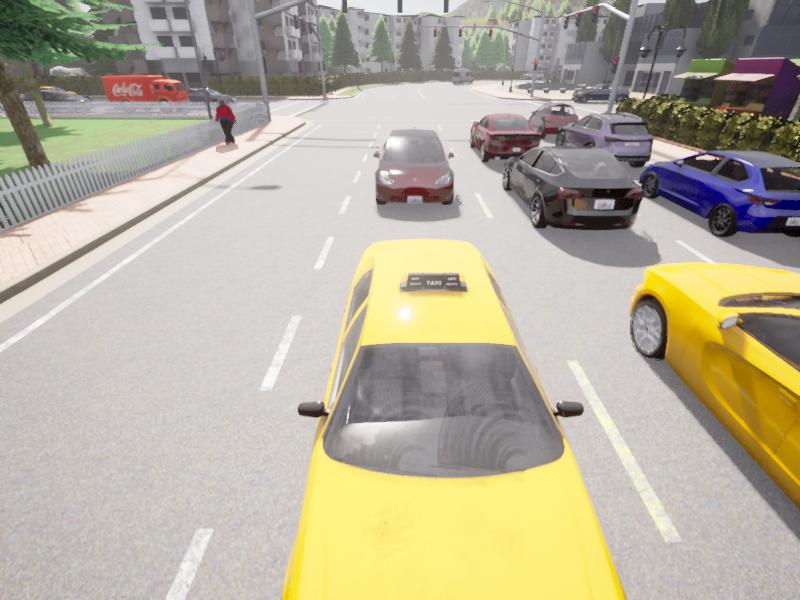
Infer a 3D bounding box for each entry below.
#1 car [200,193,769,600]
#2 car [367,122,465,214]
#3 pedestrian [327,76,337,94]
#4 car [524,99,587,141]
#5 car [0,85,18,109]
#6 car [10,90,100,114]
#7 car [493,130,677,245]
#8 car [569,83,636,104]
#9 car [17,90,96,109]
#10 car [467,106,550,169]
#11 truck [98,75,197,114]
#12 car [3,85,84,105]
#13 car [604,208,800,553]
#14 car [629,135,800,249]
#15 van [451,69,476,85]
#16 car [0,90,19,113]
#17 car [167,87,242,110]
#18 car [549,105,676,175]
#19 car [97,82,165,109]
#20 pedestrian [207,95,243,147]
[{"bbox_3d":[0.279,0.607,3.411,1.801,1.575,5.366,0,30,0],"label":"car"},{"bbox_3d":[0.373,-3.891,11.201,2.163,1.488,4.792,0,30,1],"label":"car"},{"bbox_3d":[-7.982,-25.222,46.986,0.751,1.860,0.751,2,30,4],"label":"pedestrian"},{"bbox_3d":[7.581,-9.029,19.945,1.845,1.501,3.633,2,30,3],"label":"car"},{"bbox_3d":[-35.750,-17.001,33.509,5.027,1.651,2.152,1,30,2],"label":"car"},{"bbox_3d":[-25.932,-15.004,30.214,4.892,1.490,1.837,1,30,2],"label":"car"},{"bbox_3d":[3.869,-2.940,9.573,2.163,1.488,4.792,0,30,0],"label":"car"},{"bbox_3d":[19.050,-19.586,37.919,5.027,1.651,2.152,2,30,3],"label":"car"},{"bbox_3d":[-28.541,-16.732,33.369,4.718,1.301,1.895,1,30,2],"label":"car"},{"bbox_3d":[3.927,-6.414,15.462,1.882,1.535,5.008,0,30,0],"label":"car"},{"bbox_3d":[-18.579,-15.295,29.744,5.204,2.467,2.627,1,30,2],"label":"truck"},{"bbox_3d":[-32.400,-18.691,36.440,5.366,1.575,1.801,1,30,2],"label":"car"},{"bbox_3d":[3.827,0.803,3.111,1.882,1.535,5.008,0,30,0],"label":"car"},{"bbox_3d":[7.352,-2.673,9.121,1.816,1.474,4.193,0,30,1],"label":"car"},{"bbox_3d":[12.226,-42.934,76.927,1.988,2.561,5.915,20,36,30],"label":"van"},{"bbox_3d":[-32.488,-15.120,30.416,4.892,1.490,1.837,1,30,2],"label":"car"},{"bbox_3d":[-15.998,-16.601,32.930,4.902,1.511,2.128,1,30,2],"label":"car"},{"bbox_3d":[7.419,-6.035,14.723,2.033,1.649,4.856,0,30,1],"label":"car"},{"bbox_3d":[-22.069,-16.872,33.018,3.866,1.878,1.905,1,30,2],"label":"car"},{"bbox_3d":[-7.049,-7.233,16.201,0.751,1.860,0.751,1,30,1],"label":"pedestrian"}]
